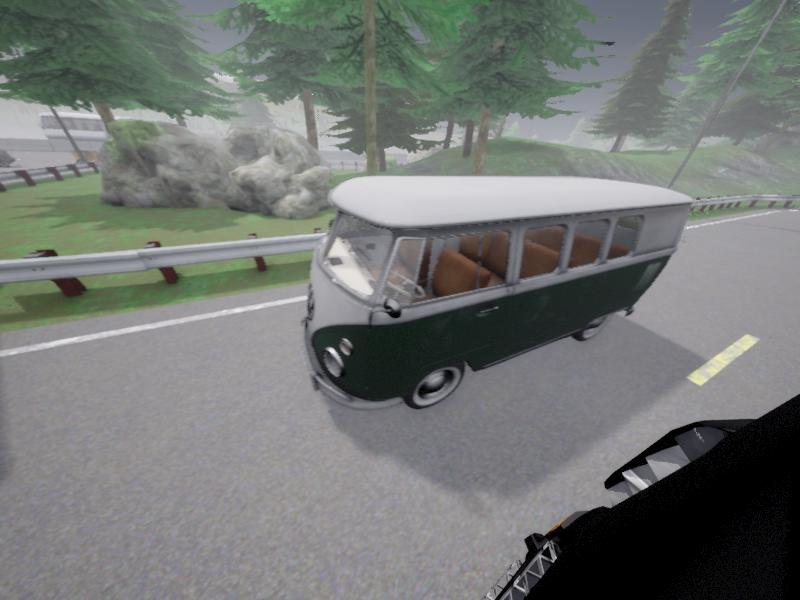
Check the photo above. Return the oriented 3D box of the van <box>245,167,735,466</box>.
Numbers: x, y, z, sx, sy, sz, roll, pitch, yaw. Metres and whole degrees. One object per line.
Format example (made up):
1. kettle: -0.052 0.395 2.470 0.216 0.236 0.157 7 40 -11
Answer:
1. van: 1.081 -0.370 2.814 4.442 1.987 1.775 -12 36 -22

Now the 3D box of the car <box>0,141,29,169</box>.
1. car: -24.370 -7.893 12.530 2.033 1.411 5.357 -13 35 -23

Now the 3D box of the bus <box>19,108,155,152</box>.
1. bus: -44.380 -24.454 33.729 10.273 4.253 3.944 -12 36 -22
